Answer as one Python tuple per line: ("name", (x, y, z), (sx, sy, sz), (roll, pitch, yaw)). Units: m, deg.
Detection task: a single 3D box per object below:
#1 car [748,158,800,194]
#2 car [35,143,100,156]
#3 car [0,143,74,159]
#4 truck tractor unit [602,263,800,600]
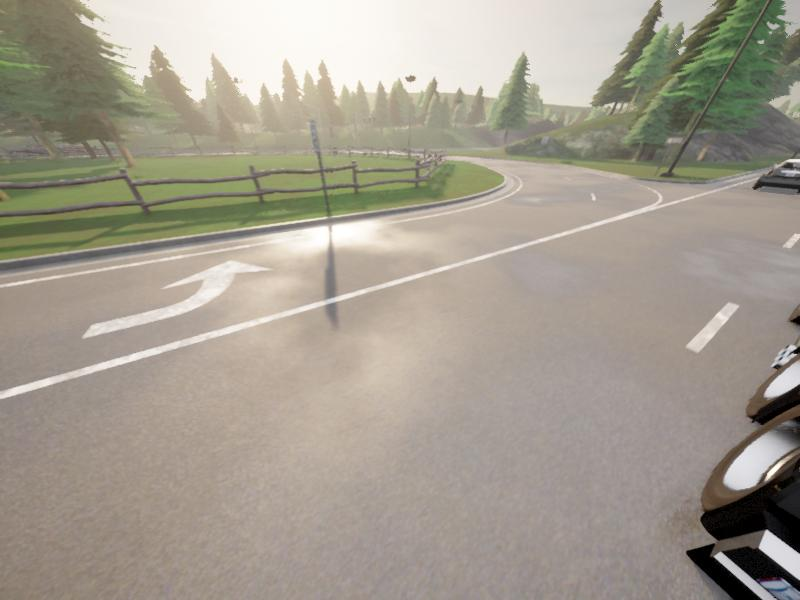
("car", (22.696, -7.211, 13.303), (3.806, 1.475, 1.970), (-18, 39, -24))
("car", (-51.243, -23.416, 35.800), (5.366, 1.575, 1.801), (-18, 39, -24))
("car", (-48.118, -19.834, 30.644), (5.027, 1.651, 2.152), (-18, 39, -24))
("truck tractor unit", (5.114, -0.297, 0.786), (6.516, 4.208, 3.053), (-18, 39, -24))
